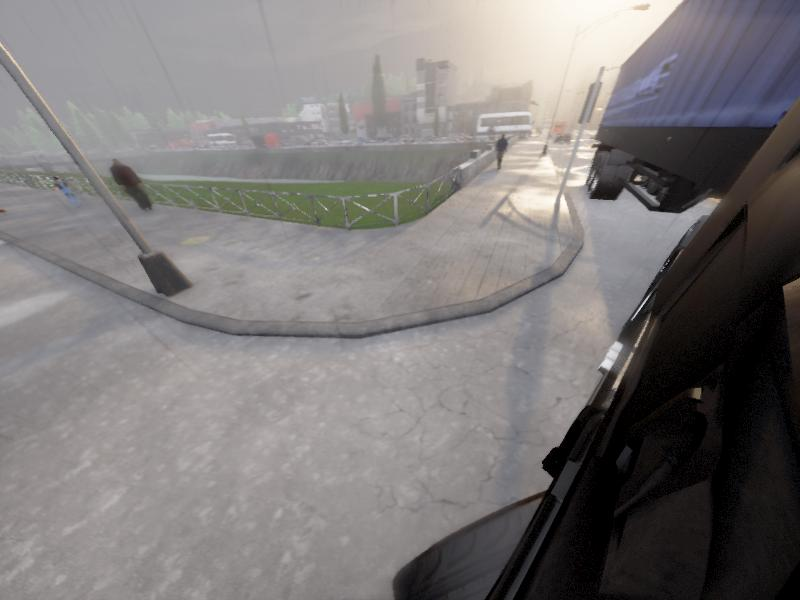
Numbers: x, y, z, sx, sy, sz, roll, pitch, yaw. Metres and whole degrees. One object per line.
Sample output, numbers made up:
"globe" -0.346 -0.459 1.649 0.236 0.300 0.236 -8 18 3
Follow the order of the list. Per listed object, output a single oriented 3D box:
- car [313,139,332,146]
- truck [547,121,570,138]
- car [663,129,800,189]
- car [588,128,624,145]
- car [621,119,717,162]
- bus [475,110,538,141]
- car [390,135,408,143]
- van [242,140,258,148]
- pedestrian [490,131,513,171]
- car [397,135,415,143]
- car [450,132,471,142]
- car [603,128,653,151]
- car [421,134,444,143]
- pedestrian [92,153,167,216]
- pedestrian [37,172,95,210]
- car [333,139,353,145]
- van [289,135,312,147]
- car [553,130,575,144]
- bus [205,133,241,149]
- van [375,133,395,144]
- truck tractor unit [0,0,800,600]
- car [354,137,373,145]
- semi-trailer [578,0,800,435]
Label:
"car" -21.437 -43.600 63.907 4.674 1.442 1.812 14 39 22
"truck" 29.840 -32.209 43.711 2.627 2.467 5.204 14 39 22
"car" 13.945 -6.150 9.775 1.930 1.638 5.238 14 39 22
"car" 24.740 -19.798 27.944 2.033 1.411 5.357 14 39 21
"car" 17.410 -10.744 15.487 2.150 2.045 5.566 14 39 22
"bus" 20.860 -34.410 45.854 10.273 4.253 3.944 13 39 21
"car" -0.279 -40.962 58.824 4.181 1.385 1.994 14 39 22
"van" -48.726 -50.544 74.949 4.442 1.987 1.775 14 39 22
"pedestrian" 5.705 -8.370 13.015 0.751 1.860 0.751 14 39 22
"car" 1.510 -37.954 54.473 3.806 1.475 1.970 14 39 22
"car" 13.064 -35.102 49.725 3.806 1.475 1.970 14 39 21
"car" 20.817 -14.857 21.332 2.007 1.525 4.514 14 39 22
"car" 7.330 -36.449 52.141 4.718 1.301 1.895 14 39 22
"pedestrian" -9.595 -4.121 8.285 0.751 1.860 0.751 14 39 22
"pedestrian" -14.112 -4.638 9.795 0.751 1.300 0.751 17 41 25
"car" -15.149 -41.991 61.370 4.718 1.301 1.895 14 39 22
"van" -28.572 -45.793 66.501 5.915 2.561 1.988 14 39 22
"car" 23.011 -23.026 32.584 1.895 1.301 4.718 14 39 22
"bus" -60.836 -54.511 79.344 10.273 4.253 3.944 14 39 22
"van" -3.564 -39.410 56.405 4.442 1.987 1.775 14 39 22
"truck tractor unit" 2.645 -0.295 0.351 6.516 4.208 3.053 -28 44 -30
"car" -9.249 -40.608 58.894 4.193 1.474 1.816 14 39 22
"semi-trailer" 7.040 -4.337 5.415 2.717 4.402 14.254 17 40 24
